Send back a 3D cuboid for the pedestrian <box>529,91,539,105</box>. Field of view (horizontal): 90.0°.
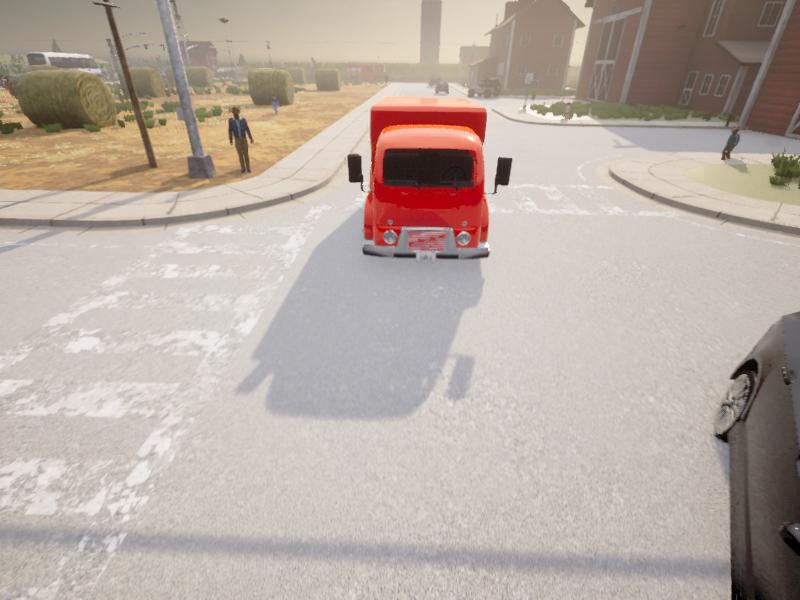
[{"bbox_3d":[11.546,-17.439,34.516,0.500,1.100,0.500,-10,32,-18],"label":"pedestrian"}]

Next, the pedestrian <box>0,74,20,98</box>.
[{"bbox_3d":[-35.713,-19.554,36.567,0.751,1.860,0.751,-24,39,-36],"label":"pedestrian"}]

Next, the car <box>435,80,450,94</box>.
[{"bbox_3d":[5.703,-28.913,54.239,1.789,1.549,3.705,2,30,1],"label":"car"}]

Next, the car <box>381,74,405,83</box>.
[{"bbox_3d":[-1.456,-49.759,89.805,5.238,1.638,1.930,2,30,2],"label":"car"}]

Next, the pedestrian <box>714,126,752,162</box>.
[{"bbox_3d":[11.665,-5.478,14.037,0.500,1.100,0.500,-10,32,-18],"label":"pedestrian"}]

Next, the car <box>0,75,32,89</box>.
[{"bbox_3d":[-52.447,-29.329,53.681,1.816,1.474,4.193,3,30,5],"label":"car"}]

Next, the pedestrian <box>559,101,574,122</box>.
[{"bbox_3d":[10.308,-11.680,24.763,0.500,1.100,0.500,-26,39,-37],"label":"pedestrian"}]

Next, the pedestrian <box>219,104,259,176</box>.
[{"bbox_3d":[-4.747,-4.759,11.915,0.751,1.860,0.751,-8,31,-15],"label":"pedestrian"}]

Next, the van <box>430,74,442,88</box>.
[{"bbox_3d":[6.316,-38.608,70.457,1.775,1.987,4.442,1,30,1],"label":"van"}]

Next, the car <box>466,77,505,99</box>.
[{"bbox_3d":[9.534,-23.831,44.962,1.905,1.878,3.866,-28,39,-31],"label":"car"}]

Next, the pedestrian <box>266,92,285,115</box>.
[{"bbox_3d":[-8.249,-12.995,26.513,0.751,1.300,0.751,7,31,11],"label":"pedestrian"}]

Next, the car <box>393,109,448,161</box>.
[{"bbox_3d":[0.802,-6.963,16.657,1.994,1.385,4.181,1,30,1],"label":"car"}]

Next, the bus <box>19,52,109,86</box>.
[{"bbox_3d":[-51.514,-35.780,62.005,3.944,4.253,10.273,3,30,5],"label":"bus"}]

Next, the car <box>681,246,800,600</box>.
[{"bbox_3d":[3.069,1.496,2.102,2.128,1.511,4.902,24,37,26],"label":"car"}]

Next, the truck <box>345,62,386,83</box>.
[{"bbox_3d":[-7.369,-49.134,86.429,8.468,3.827,2.891,2,30,2],"label":"truck"}]

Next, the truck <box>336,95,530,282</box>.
[{"bbox_3d":[0.508,-2.702,8.270,2.627,2.467,5.204,1,30,1],"label":"truck"}]

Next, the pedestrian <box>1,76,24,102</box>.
[{"bbox_3d":[-31.800,-17.323,32.830,0.751,1.860,0.751,-21,37,-32],"label":"pedestrian"}]
